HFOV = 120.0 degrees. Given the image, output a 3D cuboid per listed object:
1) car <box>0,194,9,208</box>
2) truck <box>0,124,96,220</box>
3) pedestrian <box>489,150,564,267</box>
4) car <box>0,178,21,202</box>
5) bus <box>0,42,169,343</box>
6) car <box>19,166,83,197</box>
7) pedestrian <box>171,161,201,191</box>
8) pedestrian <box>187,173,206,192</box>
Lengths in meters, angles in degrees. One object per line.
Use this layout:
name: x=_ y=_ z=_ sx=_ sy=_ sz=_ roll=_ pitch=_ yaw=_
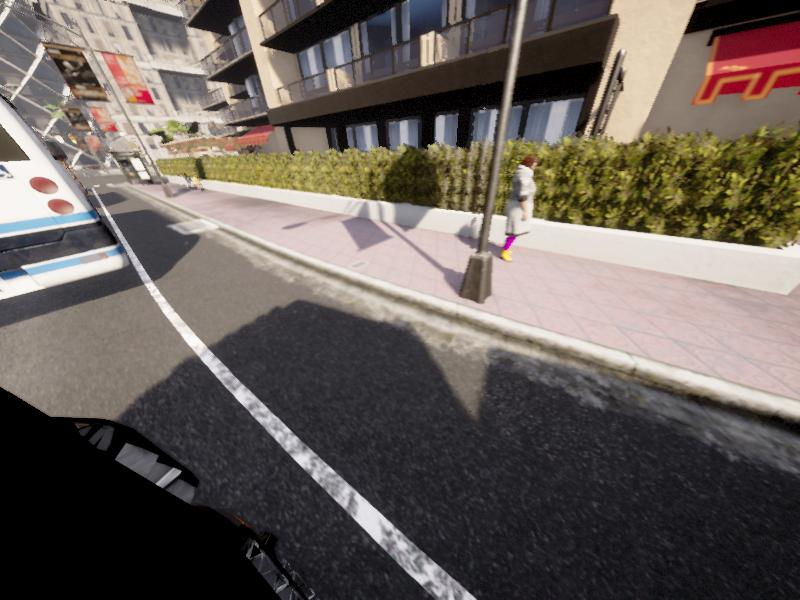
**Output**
car: x=-27.326 y=-6.501 z=14.531 sx=3.806 sy=1.475 sz=1.970 roll=23 pitch=41 yaw=33
truck: x=-21.563 y=-7.529 z=13.517 sx=8.468 sy=3.827 sz=2.891 roll=23 pitch=41 yaw=33
pedestrian: x=2.207 y=-1.661 z=4.307 sx=0.751 sy=1.860 sz=0.751 roll=8 pitch=35 yaw=16
car: x=-32.556 y=-8.675 z=18.311 sx=4.181 sy=1.385 sz=1.994 roll=22 pitch=41 yaw=33
bus: x=-10.111 y=-2.787 z=5.100 sx=10.273 sy=4.253 sz=3.944 roll=22 pitch=41 yaw=32
car: x=-30.446 y=-10.562 z=20.388 sx=5.566 sy=2.045 sz=2.150 roll=23 pitch=41 yaw=33
pedestrian: x=-15.323 y=-8.892 z=16.568 sx=0.751 sy=1.860 sz=0.751 roll=23 pitch=41 yaw=34
pedestrian: x=-13.994 y=-8.048 z=15.880 sx=0.500 sy=1.100 sz=0.500 roll=23 pitch=41 yaw=34
